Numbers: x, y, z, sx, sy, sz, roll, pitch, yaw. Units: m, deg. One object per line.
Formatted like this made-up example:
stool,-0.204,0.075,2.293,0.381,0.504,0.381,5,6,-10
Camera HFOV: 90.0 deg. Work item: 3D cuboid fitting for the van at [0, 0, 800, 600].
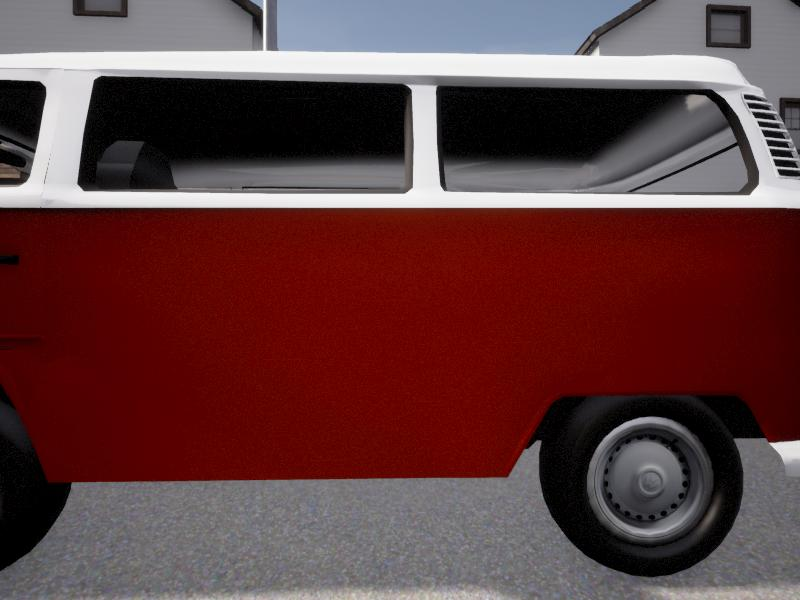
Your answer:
van,-0.423,-0.028,2.192,4.480,2.038,2.069,0,0,-2
